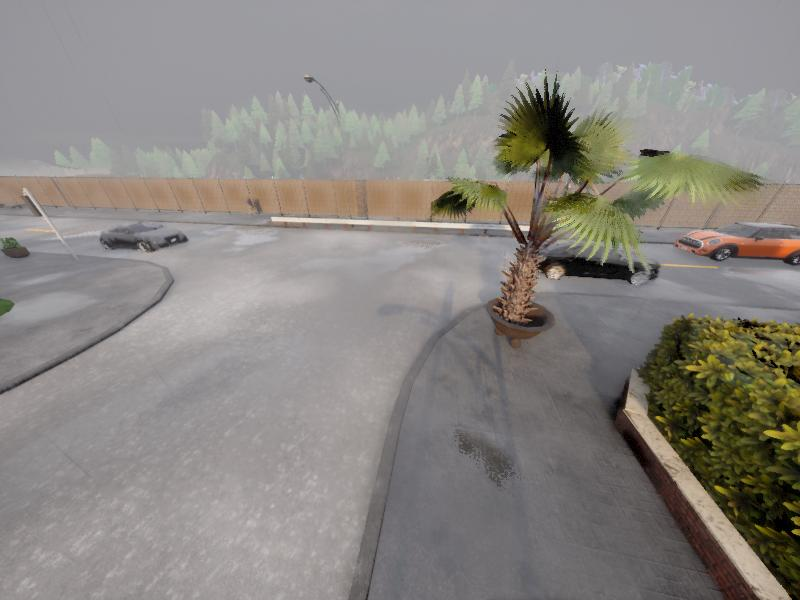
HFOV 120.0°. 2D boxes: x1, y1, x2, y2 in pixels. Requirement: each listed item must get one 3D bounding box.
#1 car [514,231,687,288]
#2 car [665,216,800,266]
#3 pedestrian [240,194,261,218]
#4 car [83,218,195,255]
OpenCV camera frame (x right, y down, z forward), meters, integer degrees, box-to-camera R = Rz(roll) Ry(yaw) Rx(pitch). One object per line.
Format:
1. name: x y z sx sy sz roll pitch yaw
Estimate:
1. car: 7.909 -1.800 9.791 5.008 1.535 1.882 5 30 9
2. car: 17.471 -3.080 11.753 4.553 1.767 2.097 5 30 9
3. pedestrian: -13.290 -8.356 20.567 0.751 1.860 0.751 5 30 8
4. car: -14.768 -3.712 13.275 4.181 1.385 1.994 5 30 9
